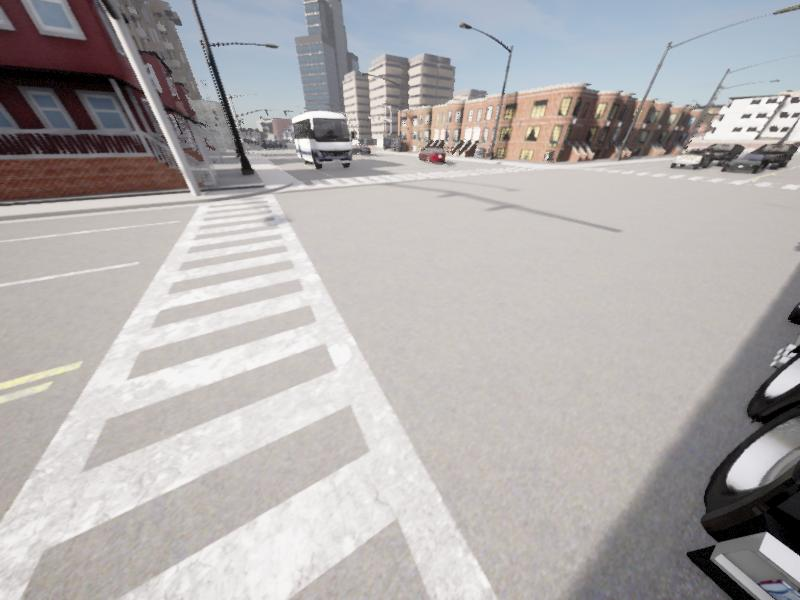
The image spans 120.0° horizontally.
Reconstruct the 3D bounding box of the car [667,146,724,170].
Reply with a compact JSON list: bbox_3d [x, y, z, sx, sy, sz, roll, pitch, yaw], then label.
[{"bbox_3d":[29.128,-14.057,22.793,4.605,1.855,1.932,-18,39,-24],"label":"car"}]

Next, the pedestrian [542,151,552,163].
[{"bbox_3d":[16.213,-15.712,25.465,0.500,1.100,0.500,2,35,2],"label":"pedestrian"}]

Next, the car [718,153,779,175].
[{"bbox_3d":[30.696,-12.054,20.367,4.181,1.385,1.994,-18,39,-24],"label":"car"}]

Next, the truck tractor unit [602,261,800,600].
[{"bbox_3d":[5.103,-0.309,0.787,6.516,4.208,3.053,-19,39,-24],"label":"truck tractor unit"}]

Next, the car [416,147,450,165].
[{"bbox_3d":[3.743,-17.091,27.328,2.163,1.488,4.792,-10,36,-14],"label":"car"}]

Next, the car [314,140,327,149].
[{"bbox_3d":[-24.088,-47.021,69.712,2.150,2.045,5.566,-18,39,-24],"label":"car"}]

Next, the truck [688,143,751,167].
[{"bbox_3d":[35.788,-16.307,25.884,6.274,2.098,2.390,-18,39,-24],"label":"truck"}]

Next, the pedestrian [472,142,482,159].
[{"bbox_3d":[10.167,-19.746,30.552,0.751,1.860,0.751,-12,37,-17],"label":"pedestrian"}]

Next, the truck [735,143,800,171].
[{"bbox_3d":[37.377,-14.519,23.323,6.274,2.098,2.390,-18,39,-24],"label":"truck"}]

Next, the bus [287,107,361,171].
[{"bbox_3d":[-7.895,-15.902,23.109,3.944,4.253,10.273,-18,39,-24],"label":"bus"}]
